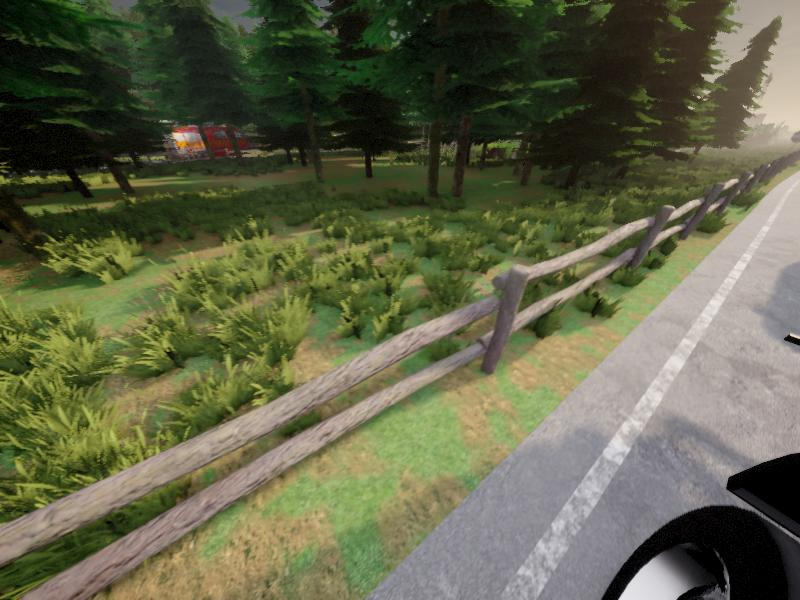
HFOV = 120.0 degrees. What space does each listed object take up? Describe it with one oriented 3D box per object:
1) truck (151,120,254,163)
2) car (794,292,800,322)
[{"bbox_3d":[-23.423,-19.383,28.308,2.891,3.827,8.468,16,38,22],"label":"truck"},{"bbox_3d":[8.174,-0.458,3.299,4.181,1.385,1.994,-21,40,-27],"label":"car"}]
